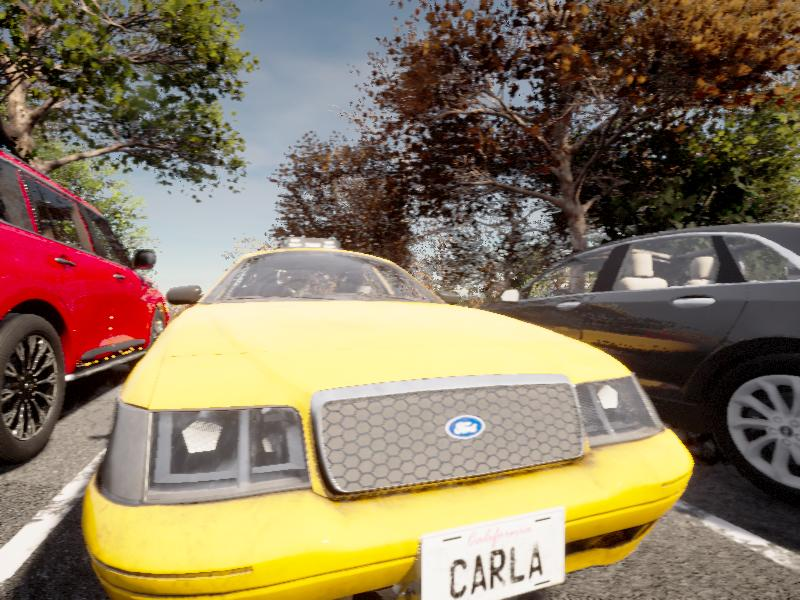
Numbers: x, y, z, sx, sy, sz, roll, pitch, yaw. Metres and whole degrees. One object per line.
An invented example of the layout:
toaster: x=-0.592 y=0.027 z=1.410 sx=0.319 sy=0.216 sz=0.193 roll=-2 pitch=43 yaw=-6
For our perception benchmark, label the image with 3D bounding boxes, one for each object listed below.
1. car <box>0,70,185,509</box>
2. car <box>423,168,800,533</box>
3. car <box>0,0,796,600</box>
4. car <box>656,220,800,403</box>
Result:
car: x=-3.755 y=-0.020 z=3.551 sx=2.435 sy=2.045 sz=5.566 roll=0 pitch=-1 yaw=-20
car: x=2.199 y=0.229 z=3.492 sx=2.231 sy=1.521 sz=4.892 roll=0 pitch=-1 yaw=-20
car: x=-0.703 y=0.224 z=3.333 sx=1.946 sy=1.575 sz=5.366 roll=1 pitch=-1 yaw=-20
car: x=5.176 y=0.101 z=3.475 sx=2.185 sy=1.767 sz=4.553 roll=0 pitch=-1 yaw=-20
